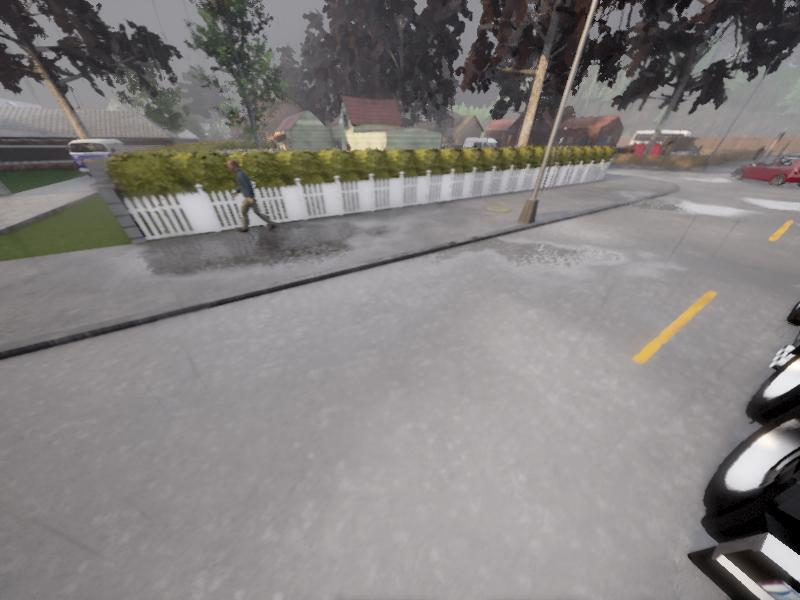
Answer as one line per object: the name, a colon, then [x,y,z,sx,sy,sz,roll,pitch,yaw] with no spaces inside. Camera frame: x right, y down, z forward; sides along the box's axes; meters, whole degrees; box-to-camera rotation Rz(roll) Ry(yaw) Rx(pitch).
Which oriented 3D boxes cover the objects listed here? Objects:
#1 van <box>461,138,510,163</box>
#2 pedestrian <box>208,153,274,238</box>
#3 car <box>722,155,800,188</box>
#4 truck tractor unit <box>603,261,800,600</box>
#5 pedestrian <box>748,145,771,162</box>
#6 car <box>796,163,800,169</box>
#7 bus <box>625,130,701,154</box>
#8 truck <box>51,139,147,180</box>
van: [11.062,-19.924,30.591,1.988,2.561,5.915,-18,39,-25]
pedestrian: [-3.997,-2.688,5.998,0.751,1.860,0.751,-11,37,-16]
car: [24.216,-8.333,14.896,1.845,1.501,3.633,7,35,8]
truck tractor unit: [5.107,-0.303,0.800,6.516,4.208,3.053,-18,39,-25]
pedestrian: [47.178,-19.282,30.355,0.751,1.860,0.751,-18,39,-24]
car: [44.245,-14.830,24.126,4.605,1.855,1.932,-18,39,-25]
bus: [60.844,-36.976,54.075,3.944,4.253,10.273,-18,39,-25]
truck: [-19.286,-9.371,15.211,2.069,2.038,4.478,-18,39,-25]
